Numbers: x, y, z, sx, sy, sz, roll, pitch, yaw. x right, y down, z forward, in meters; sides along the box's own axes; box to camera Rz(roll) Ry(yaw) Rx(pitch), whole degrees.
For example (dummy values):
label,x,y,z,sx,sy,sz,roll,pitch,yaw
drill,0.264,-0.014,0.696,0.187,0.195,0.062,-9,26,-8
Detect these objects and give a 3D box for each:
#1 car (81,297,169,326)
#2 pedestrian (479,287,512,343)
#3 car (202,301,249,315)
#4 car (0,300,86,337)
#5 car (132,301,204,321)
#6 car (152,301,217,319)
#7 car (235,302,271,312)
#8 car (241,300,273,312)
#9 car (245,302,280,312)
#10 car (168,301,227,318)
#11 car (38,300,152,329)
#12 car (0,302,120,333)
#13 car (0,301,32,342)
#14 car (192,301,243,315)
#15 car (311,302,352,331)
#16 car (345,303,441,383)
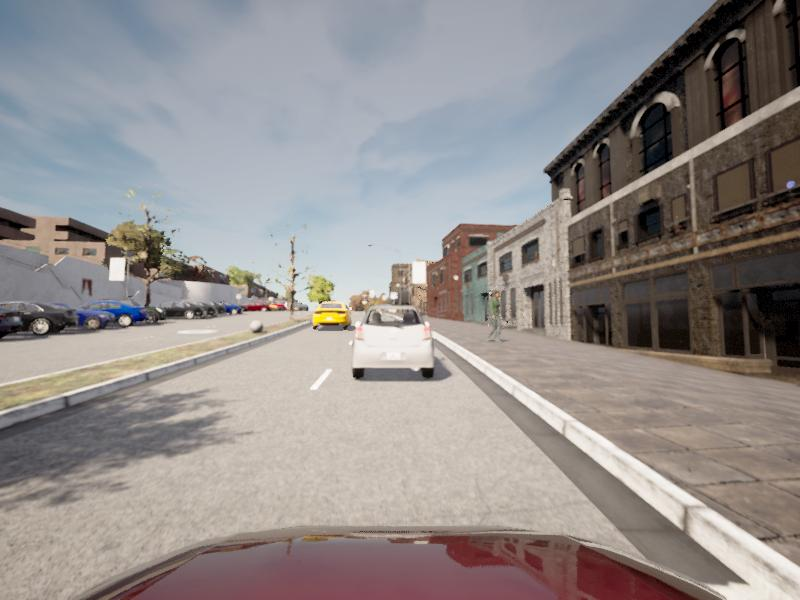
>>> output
label,x,y,z,sx,sy,sz,roll,pitch,yaw
car,-18.092,0.687,26.622,4.553,1.767,2.185,0,0,-25
pedestrian,3.278,0.520,13.729,0.751,1.860,0.751,3,-5,-36
car,-20.579,0.884,47.172,5.008,1.535,2.097,0,-1,-28
car,-17.369,0.802,17.799,4.892,1.521,2.231,-1,0,-23
car,-18.648,0.826,32.508,4.892,1.521,2.231,0,0,-26
car,-18.986,0.834,35.445,4.892,1.521,2.231,0,0,-26
car,-22.678,1.056,61.894,5.008,1.535,2.097,0,-1,-28
car,-23.138,0.982,64.828,4.553,1.767,2.185,0,-1,-28
car,-23.369,1.163,67.878,5.366,1.575,1.946,0,-1,-28
car,-19.350,0.843,38.381,4.892,1.521,2.231,0,0,-27
car,-17.800,0.807,23.692,5.008,1.535,2.097,0,0,-24
car,-17.581,0.844,20.750,4.674,1.452,2.002,-1,0,-24
car,-17.232,0.830,14.836,4.792,1.488,2.163,-1,0,-23
car,-20.163,0.867,44.239,5.008,1.535,2.097,0,-1,-28
car,-3.921,0.862,23.671,1.882,1.535,5.008,0,0,-4
car,-0.177,0.840,9.462,1.845,1.501,3.633,0,0,-2
